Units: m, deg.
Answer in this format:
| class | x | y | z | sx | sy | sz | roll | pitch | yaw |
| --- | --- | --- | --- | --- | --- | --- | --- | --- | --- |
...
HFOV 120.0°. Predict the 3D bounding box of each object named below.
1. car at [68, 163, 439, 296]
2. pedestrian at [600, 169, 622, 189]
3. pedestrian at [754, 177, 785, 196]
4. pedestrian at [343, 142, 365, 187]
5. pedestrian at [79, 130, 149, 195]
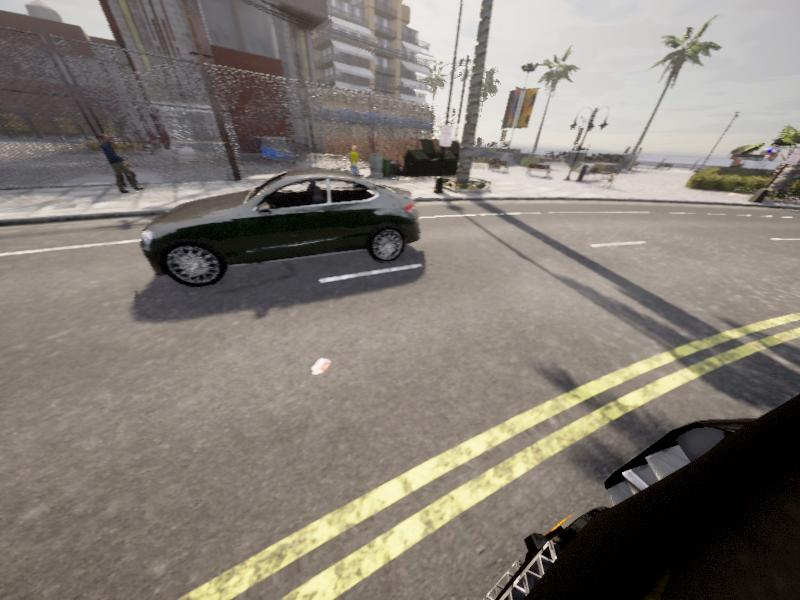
| class | x | y | z | sx | sy | sz | roll | pitch | yaw |
| --- | --- | --- | --- | --- | --- | --- | --- | --- | --- |
| car | -2.019 | -1.767 | 4.832 | 5.027 | 1.651 | 2.152 | -11 | 37 | -20 |
| pedestrian | 14.352 | -8.231 | 15.705 | 0.500 | 1.100 | 0.500 | 1 | 34 | -3 |
| pedestrian | 25.461 | -7.805 | 15.934 | 0.500 | 1.100 | 0.500 | 11 | 35 | 12 |
| pedestrian | -2.283 | -6.796 | 11.651 | 0.751 | 1.860 | 0.751 | -17 | 39 | -27 |
| pedestrian | -9.889 | -4.774 | 8.106 | 0.751 | 1.860 | 0.751 | -21 | 41 | -31 |
